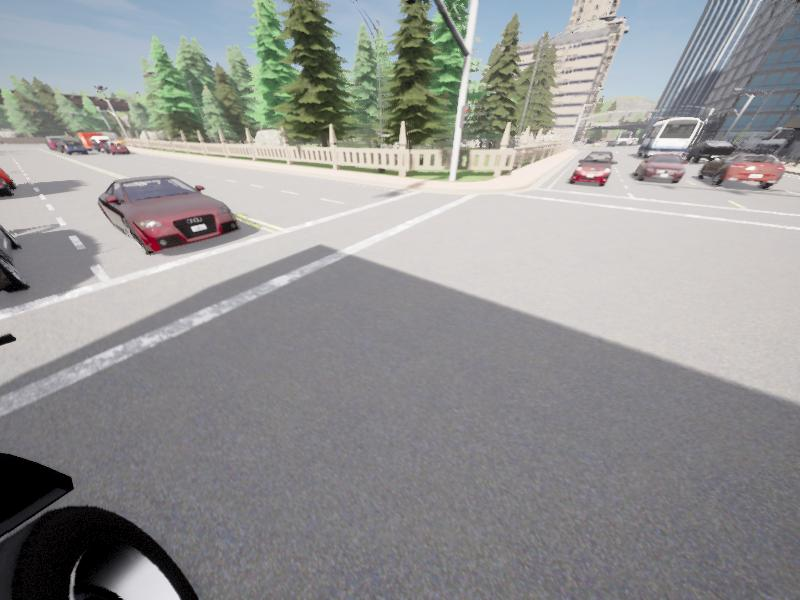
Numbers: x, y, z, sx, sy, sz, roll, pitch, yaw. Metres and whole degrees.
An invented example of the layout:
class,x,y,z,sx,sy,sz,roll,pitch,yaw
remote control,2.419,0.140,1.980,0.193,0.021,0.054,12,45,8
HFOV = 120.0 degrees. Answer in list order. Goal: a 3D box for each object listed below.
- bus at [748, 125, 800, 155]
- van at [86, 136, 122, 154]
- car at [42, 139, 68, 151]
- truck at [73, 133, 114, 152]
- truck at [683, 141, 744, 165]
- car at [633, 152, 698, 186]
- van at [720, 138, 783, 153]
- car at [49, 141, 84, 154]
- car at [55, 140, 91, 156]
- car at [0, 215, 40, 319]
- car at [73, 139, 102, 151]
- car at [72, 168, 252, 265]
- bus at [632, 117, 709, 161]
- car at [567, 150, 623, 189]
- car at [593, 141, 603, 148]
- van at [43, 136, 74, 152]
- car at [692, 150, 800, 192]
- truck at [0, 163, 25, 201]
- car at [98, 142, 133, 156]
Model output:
class,x,y,z,sx,sy,sz,roll,pitch,yaw
bus,73.569,-28.938,41.831,10.273,4.253,3.944,23,41,28
van,-44.237,-23.202,34.530,4.480,2.038,2.069,22,41,28
car,-59.665,-26.851,39.961,3.705,1.549,1.789,22,41,28
truck,-49.916,-25.704,37.643,5.204,2.467,2.627,22,41,28
truck,35.017,-16.737,26.131,2.390,2.098,6.274,24,41,30
car,17.151,-8.750,15.214,1.812,1.442,4.674,22,41,28
van,71.479,-31.622,47.189,6.366,2.431,2.351,23,41,28
car,-49.129,-22.475,34.011,5.357,1.411,2.033,22,41,28
car,-43.595,-20.296,30.799,3.988,1.617,1.851,22,41,28
car,-8.412,-0.975,3.774,5.238,1.638,1.930,22,41,28
car,-56.062,-27.872,41.379,4.856,1.649,2.033,22,41,28
car,-6.312,-2.486,6.169,4.181,1.385,1.994,22,41,27
bus,35.786,-21.720,31.332,3.944,4.253,10.273,22,41,28
car,11.750,-7.981,13.928,1.851,1.617,3.988,24,42,29
car,59.669,-47.032,69.756,1.801,1.575,5.366,22,41,28
van,-54.945,-25.096,37.150,4.442,1.987,1.775,22,41,28
car,20.284,-7.853,13.820,2.152,1.651,5.027,22,41,28
truck,-18.901,-5.598,9.516,5.204,2.467,2.627,21,40,28
car,-39.121,-20.877,31.780,3.806,1.475,1.970,22,41,28
